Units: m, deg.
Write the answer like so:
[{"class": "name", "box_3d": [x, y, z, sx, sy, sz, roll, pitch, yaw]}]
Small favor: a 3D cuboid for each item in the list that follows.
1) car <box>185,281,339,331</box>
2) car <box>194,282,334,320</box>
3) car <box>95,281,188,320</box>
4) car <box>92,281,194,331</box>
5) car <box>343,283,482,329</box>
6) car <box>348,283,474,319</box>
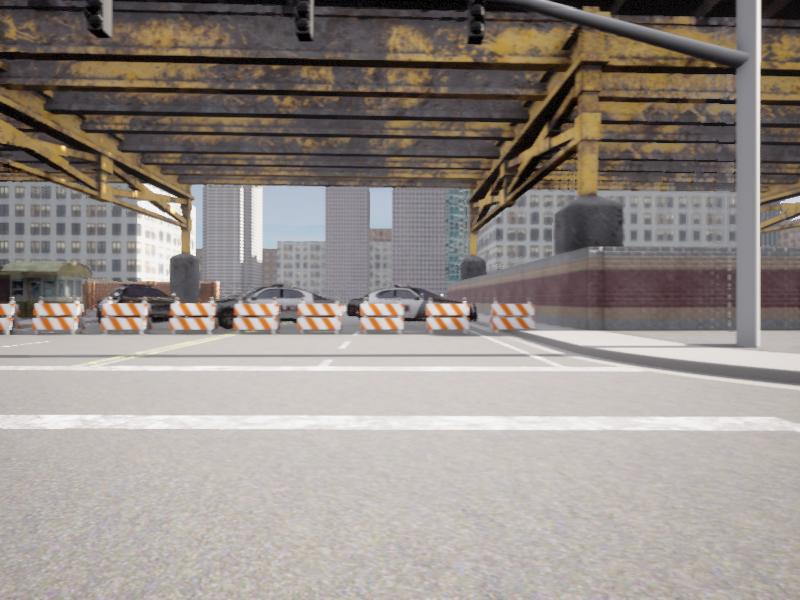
[{"class": "car", "box_3d": [-4.929, 0.189, 14.649, 4.974, 1.542, 2.038, 0, 0, -36]}, {"class": "car", "box_3d": [-4.887, 0.032, 14.681, 4.536, 1.218, 1.853, 0, 0, -36]}, {"class": "car", "box_3d": [-9.574, 0.026, 14.677, 4.536, 1.218, 1.853, 0, 0, 44]}, {"class": "car", "box_3d": [-9.537, 0.184, 14.642, 4.974, 1.542, 2.038, 0, 0, 44]}, {"class": "car", "box_3d": [0.439, 0.196, 15.436, 4.974, 1.542, 2.038, 0, 0, 29]}, {"class": "car", "box_3d": [0.393, 0.039, 15.460, 4.536, 1.218, 1.853, 0, 0, 29]}]
